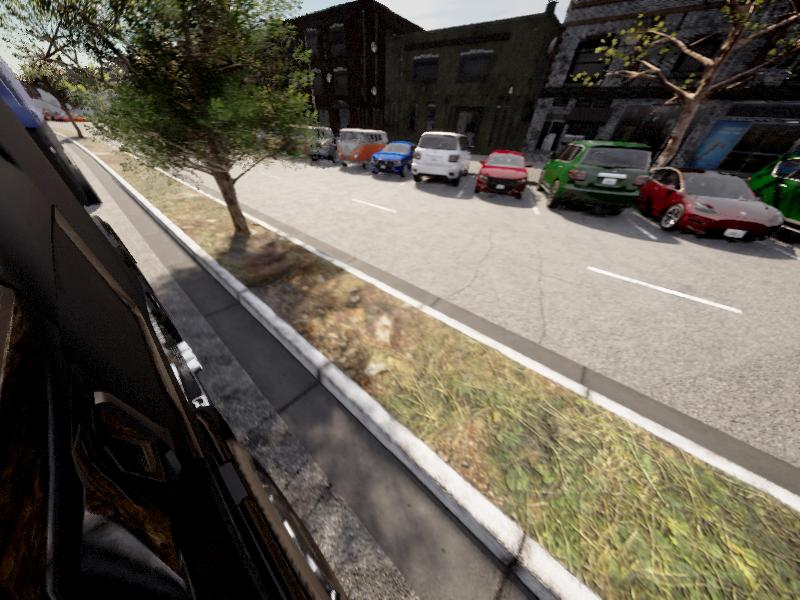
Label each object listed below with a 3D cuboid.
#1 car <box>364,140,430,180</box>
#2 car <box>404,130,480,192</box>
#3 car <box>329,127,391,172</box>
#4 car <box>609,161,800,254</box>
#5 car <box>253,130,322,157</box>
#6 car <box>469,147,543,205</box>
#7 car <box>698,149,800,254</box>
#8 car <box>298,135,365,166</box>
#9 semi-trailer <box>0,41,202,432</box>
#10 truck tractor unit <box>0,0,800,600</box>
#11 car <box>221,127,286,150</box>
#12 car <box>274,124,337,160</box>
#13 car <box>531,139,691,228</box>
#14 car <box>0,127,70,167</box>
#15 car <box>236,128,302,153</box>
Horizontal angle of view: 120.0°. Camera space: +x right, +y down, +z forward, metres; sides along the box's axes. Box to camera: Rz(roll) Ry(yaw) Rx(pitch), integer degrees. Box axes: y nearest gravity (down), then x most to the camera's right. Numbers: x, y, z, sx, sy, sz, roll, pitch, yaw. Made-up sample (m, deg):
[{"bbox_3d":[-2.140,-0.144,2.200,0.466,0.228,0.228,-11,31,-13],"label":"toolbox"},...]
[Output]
[{"bbox_3d":[0.026,-8.253,13.356,2.097,1.535,5.008,14,38,14],"label":"car"},{"bbox_3d":[2.338,-7.239,11.732,2.435,2.045,5.566,14,37,15],"label":"car"},{"bbox_3d":[-2.301,-9.601,14.628,1.878,1.987,4.442,14,38,14],"label":"car"},{"bbox_3d":[9.205,-3.289,7.364,2.163,1.488,4.792,14,38,14],"label":"car"},{"bbox_3d":[-9.144,-13.279,19.478,1.946,1.575,5.366,14,37,14],"label":"car"},{"bbox_3d":[4.621,-5.792,10.364,2.097,1.535,5.008,14,38,14],"label":"car"},{"bbox_3d":[11.519,-2.284,5.702,2.435,2.045,5.566,15,38,14],"label":"car"},{"bbox_3d":[-4.575,-10.708,16.390,2.163,1.488,4.792,14,37,15],"label":"car"},{"bbox_3d":[-8.708,-3.599,4.217,14.254,4.402,2.717,28,44,30],"label":"semi-trailer"},{"bbox_3d":[-2.645,-0.295,0.351,6.516,4.208,3.053,28,44,30],"label":"truck tractor unit"},{"bbox_3d":[-13.858,-15.613,22.293,2.231,1.521,4.892,13,37,14],"label":"car"},{"bbox_3d":[-6.914,-12.063,17.620,1.878,1.987,4.442,14,38,14],"label":"car"},{"bbox_3d":[6.932,-4.779,8.741,2.435,2.045,5.566,14,38,15],"label":"car"},{"bbox_3d":[-19.517,-8.086,12.063,4.181,1.385,1.994,28,43,29],"label":"car"},{"bbox_3d":[-11.514,-14.402,20.827,2.097,1.535,5.008,14,38,14],"label":"car"}]
